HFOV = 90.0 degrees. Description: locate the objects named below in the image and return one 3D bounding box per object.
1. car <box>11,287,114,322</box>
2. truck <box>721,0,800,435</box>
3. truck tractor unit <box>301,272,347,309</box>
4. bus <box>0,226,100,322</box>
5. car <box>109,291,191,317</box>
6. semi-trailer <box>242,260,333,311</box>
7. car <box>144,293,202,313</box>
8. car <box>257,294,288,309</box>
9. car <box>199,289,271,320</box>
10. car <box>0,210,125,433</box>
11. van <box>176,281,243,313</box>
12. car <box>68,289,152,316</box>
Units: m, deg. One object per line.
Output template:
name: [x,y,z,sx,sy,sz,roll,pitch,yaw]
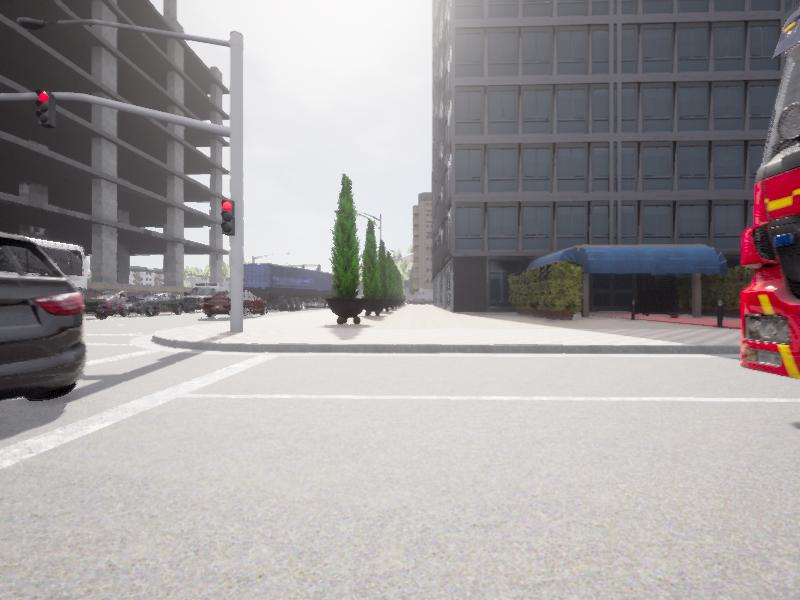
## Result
car: [-16.209,0.214,19.497,1.789,1.549,3.705,0,0,2]
truck: [7.150,-0.919,2.111,8.468,3.827,2.891,0,0,2]
truck tractor unit: [-9.116,-1.116,48.946,3.053,4.208,6.516,0,0,13]
bus: [-19.636,-1.135,18.241,3.944,4.253,10.273,0,0,2]
car: [-15.977,0.236,25.920,2.128,1.511,4.902,0,0,2]
semi-trailer: [-10.832,-1.218,41.222,2.717,4.402,14.254,0,0,12]
car: [-19.184,0.201,34.180,1.801,1.575,5.366,0,0,2]
car: [-15.187,0.171,47.954,1.930,1.638,5.238,0,1,2]
car: [-9.131,0.222,22.616,1.882,1.535,5.008,0,0,2]
car: [-5.227,0.157,3.589,4.611,1.667,2.242,0,0,19]
van: [-15.707,-0.223,33.519,2.351,2.431,6.366,0,0,2]
car: [-19.439,0.156,27.104,2.242,1.667,4.611,0,0,2]
